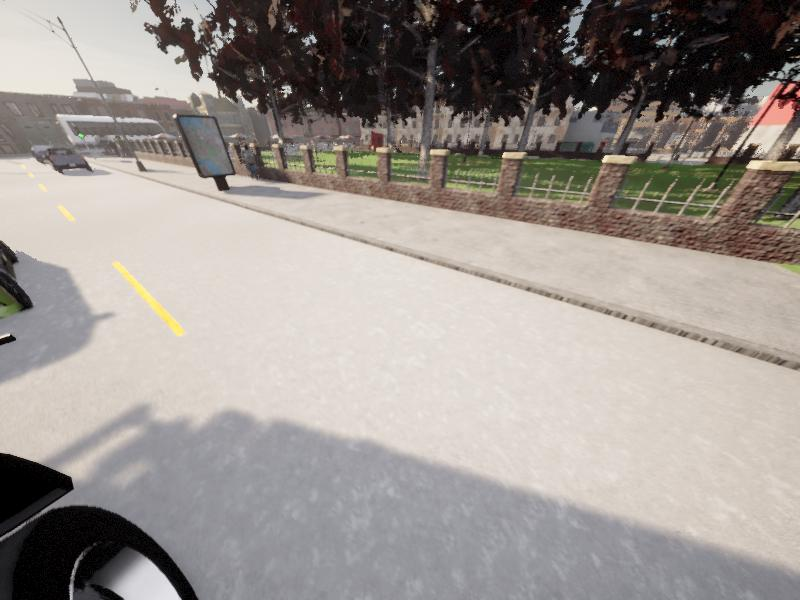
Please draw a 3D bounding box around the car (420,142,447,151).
[{"bbox_3d":[6.951,-32.090,48.176,4.902,1.511,2.128,22,41,28],"label":"car"}]

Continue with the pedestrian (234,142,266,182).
[{"bbox_3d":[-8.359,-7.707,12.932,0.751,1.860,0.751,22,41,28],"label":"pedestrian"}]

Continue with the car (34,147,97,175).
[{"bbox_3d":[-24.693,-10.354,17.055,3.633,1.501,1.845,22,41,28],"label":"car"}]

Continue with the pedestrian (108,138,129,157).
[{"bbox_3d":[-33.034,-17.870,27.120,0.751,1.860,0.751,20,40,26],"label":"pedestrian"}]

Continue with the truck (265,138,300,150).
[{"bbox_3d":[-26.238,-35.160,51.939,2.390,2.098,6.274,22,41,28],"label":"truck"}]

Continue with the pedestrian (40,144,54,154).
[{"bbox_3d":[-48.937,-20.943,32.016,0.500,1.100,0.500,-15,38,-21],"label":"pedestrian"}]

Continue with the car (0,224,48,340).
[{"bbox_3d":[-7.556,-0.554,3.305,4.514,1.525,2.007,22,41,28],"label":"car"}]

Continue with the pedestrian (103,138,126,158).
[{"bbox_3d":[-32.215,-17.129,26.075,0.751,1.860,0.751,21,40,27],"label":"pedestrian"}]

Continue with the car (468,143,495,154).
[{"bbox_3d":[14.112,-26.358,40.137,3.806,1.475,1.970,22,41,28],"label":"car"}]

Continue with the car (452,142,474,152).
[{"bbox_3d":[12.244,-29.949,45.169,3.633,1.501,1.845,22,41,28],"label":"car"}]

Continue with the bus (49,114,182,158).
[{"bbox_3d":[-38.080,-22.509,31.822,3.944,4.253,10.273,22,41,28],"label":"bus"}]

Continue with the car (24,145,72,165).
[{"bbox_3d":[-34.649,-14.373,22.743,4.674,1.442,1.812,22,40,27],"label":"car"}]

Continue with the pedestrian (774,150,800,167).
[{"bbox_3d":[37.305,-13.585,22.149,0.751,1.300,0.751,22,41,28],"label":"pedestrian"}]

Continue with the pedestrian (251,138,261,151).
[{"bbox_3d":[-25.142,-27.185,40.415,0.751,1.860,0.751,17,38,22],"label":"pedestrian"}]

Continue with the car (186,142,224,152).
[{"bbox_3d":[-35.056,-27.657,41.712,1.895,1.301,4.718,22,41,28],"label":"car"}]

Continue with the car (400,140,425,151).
[{"bbox_3d":[2.511,-31.242,46.622,4.605,1.855,1.932,22,40,28],"label":"car"}]

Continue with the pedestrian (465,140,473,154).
[{"bbox_3d":[11.136,-24.807,37.356,0.751,1.860,0.751,22,41,28],"label":"pedestrian"}]

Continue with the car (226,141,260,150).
[{"bbox_3d":[-31.229,-30.917,46.160,1.882,1.535,5.008,22,41,28],"label":"car"}]
